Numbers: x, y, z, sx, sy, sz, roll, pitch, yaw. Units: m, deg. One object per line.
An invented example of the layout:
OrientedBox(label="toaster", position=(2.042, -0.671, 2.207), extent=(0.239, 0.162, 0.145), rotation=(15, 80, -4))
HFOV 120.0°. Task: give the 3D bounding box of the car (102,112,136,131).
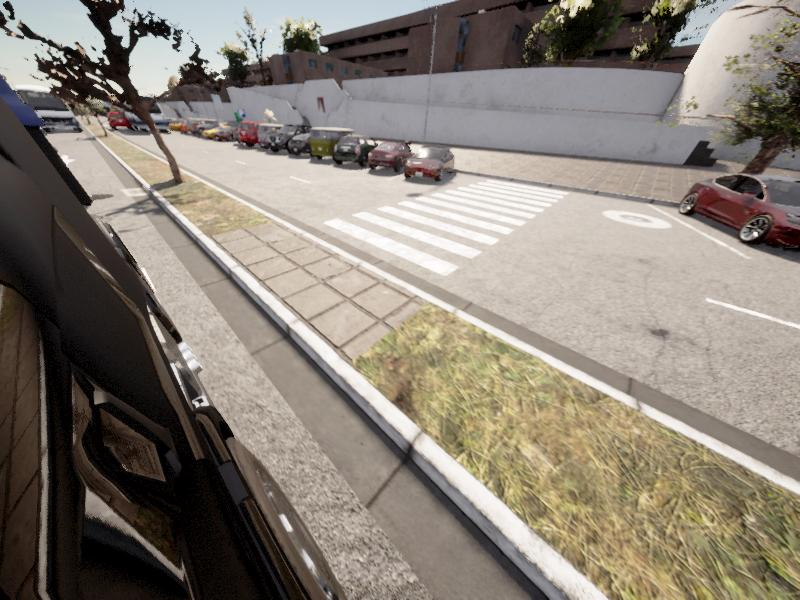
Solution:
OrientedBox(label="car", position=(-42.825, -27.207, 35.159), extent=(5.566, 2.045, 2.150), rotation=(30, 45, 31))

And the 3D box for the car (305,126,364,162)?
OrientedBox(label="car", position=(-4.750, -11.910, 17.629), extent=(1.878, 1.987, 4.442), rotation=(15, 38, 16))

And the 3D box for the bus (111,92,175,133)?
OrientedBox(label="bus", position=(-38.857, -28.154, 34.892), extent=(10.273, 4.253, 3.944), rotation=(30, 45, 31))

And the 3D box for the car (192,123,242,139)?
OrientedBox(label="car", position=(-24.767, -23.058, 31.590), extent=(2.163, 1.488, 4.792), rotation=(16, 38, 16))

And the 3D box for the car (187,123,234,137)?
OrientedBox(label="car", position=(-26.998, -24.316, 33.099), extent=(2.002, 1.452, 4.674), rotation=(16, 38, 16))

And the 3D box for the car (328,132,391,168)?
OrientedBox(label="car", position=(-2.590, -10.490, 16.030), extent=(2.185, 1.767, 4.553), rotation=(15, 38, 16))

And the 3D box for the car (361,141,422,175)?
OrientedBox(label="car", position=(-0.370, -9.111, 14.604), extent=(2.002, 1.452, 4.674), rotation=(15, 38, 16))

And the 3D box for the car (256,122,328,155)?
OrientedBox(label="car", position=(-9.232, -14.372, 20.592), extent=(2.435, 2.045, 5.566), rotation=(16, 38, 16))

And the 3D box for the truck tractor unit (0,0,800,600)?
OrientedBox(label="truck tractor unit", position=(-2.645, -0.295, 0.352), extent=(6.516, 4.208, 3.053), rotation=(28, 44, 30))

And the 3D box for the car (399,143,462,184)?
OrientedBox(label="car", position=(1.861, -7.836, 13.020), extent=(2.163, 1.488, 4.792), rotation=(16, 38, 16))

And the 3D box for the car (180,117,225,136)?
OrientedBox(label="car", position=(-29.232, -25.748, 34.379), extent=(1.878, 1.987, 4.442), rotation=(16, 38, 15))

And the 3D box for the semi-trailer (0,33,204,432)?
OrientedBox(label="semi-trailer", position=(-8.837, -3.508, 4.084), extent=(14.254, 4.402, 2.717), rotation=(27, 43, 28))

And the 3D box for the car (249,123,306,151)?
OrientedBox(label="car", position=(-11.485, -15.564, 22.085), extent=(1.878, 1.987, 4.442), rotation=(16, 38, 16))

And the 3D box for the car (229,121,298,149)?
OrientedBox(label="car", position=(-13.657, -16.927, 23.729), extent=(2.435, 2.045, 5.566), rotation=(15, 38, 16))

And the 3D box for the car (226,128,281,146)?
OrientedBox(label="car", position=(-15.900, -17.941, 25.419), extent=(2.002, 1.452, 4.674), rotation=(15, 38, 16))

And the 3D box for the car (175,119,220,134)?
OrientedBox(label="car", position=(-31.435, -27.010, 36.033), extent=(2.185, 1.767, 4.553), rotation=(16, 38, 16))

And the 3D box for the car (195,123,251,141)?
OrientedBox(label="car", position=(-22.616, -21.689, 29.870), extent=(1.946, 1.575, 5.366), rotation=(16, 38, 16))

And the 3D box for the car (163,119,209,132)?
OrientedBox(label="car", position=(-35.929, -29.414, 39.029), extent=(1.946, 1.575, 5.366), rotation=(16, 38, 15))

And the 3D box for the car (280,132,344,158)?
OrientedBox(label="car", position=(-7.023, -12.922, 19.215), extent=(2.231, 1.521, 4.892), rotation=(15, 38, 16))

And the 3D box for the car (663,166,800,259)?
OrientedBox(label="car", position=(10.790, -2.763, 6.800), extent=(2.163, 1.488, 4.792), rotation=(16, 38, 16))

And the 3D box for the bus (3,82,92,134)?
OrientedBox(label="bus", position=(-42.953, -23.557, 28.547), extent=(10.273, 4.253, 3.944), rotation=(30, 45, 31))

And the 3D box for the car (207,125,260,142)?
OrientedBox(label="car", position=(-20.345, -20.472, 28.473), extent=(2.163, 1.488, 4.792), rotation=(16, 38, 16))
